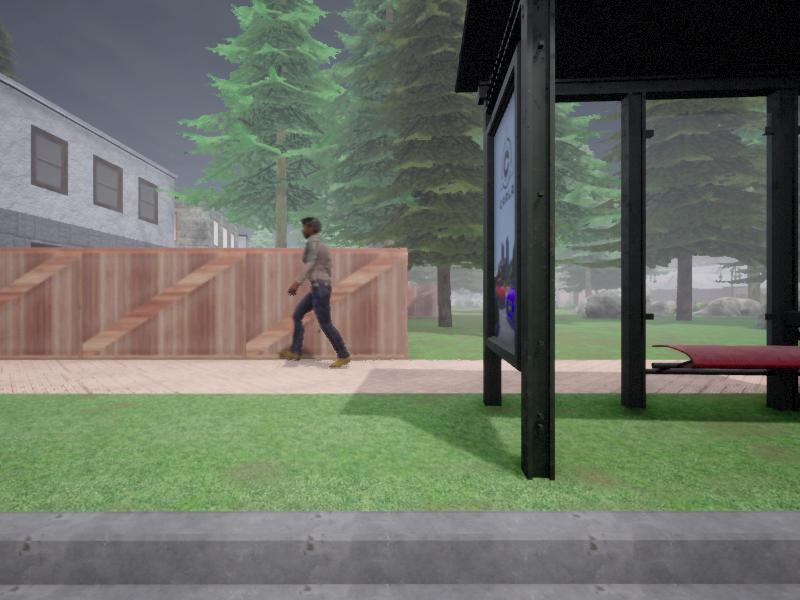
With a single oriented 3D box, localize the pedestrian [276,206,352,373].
[{"bbox_3d":[-1.004,-0.115,4.844,0.751,1.860,0.751,0,0,0],"label":"pedestrian"}]
